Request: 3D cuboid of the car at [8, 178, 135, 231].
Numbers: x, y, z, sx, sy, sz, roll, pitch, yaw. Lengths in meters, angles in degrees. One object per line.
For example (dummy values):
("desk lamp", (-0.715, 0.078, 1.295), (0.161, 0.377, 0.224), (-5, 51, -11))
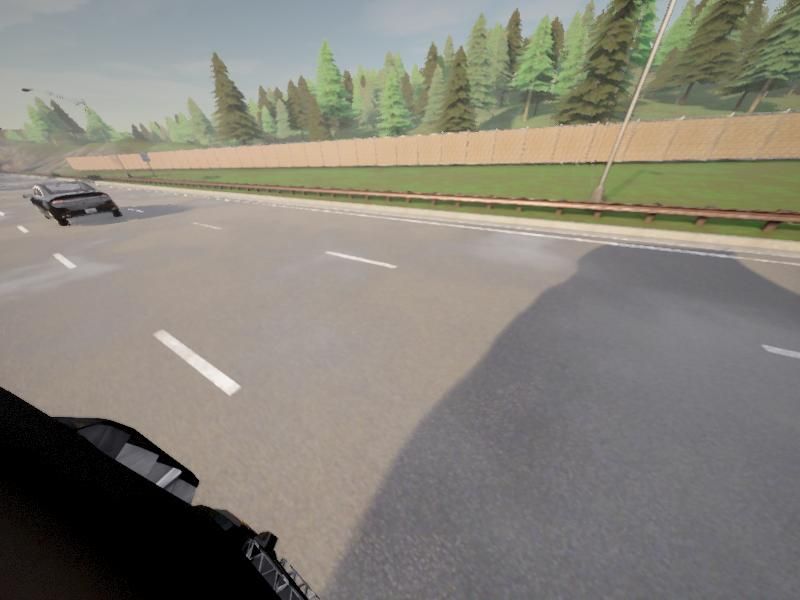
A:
("car", (-14.595, -4.409, 10.269), (4.902, 1.511, 2.128), (16, 38, 26))
